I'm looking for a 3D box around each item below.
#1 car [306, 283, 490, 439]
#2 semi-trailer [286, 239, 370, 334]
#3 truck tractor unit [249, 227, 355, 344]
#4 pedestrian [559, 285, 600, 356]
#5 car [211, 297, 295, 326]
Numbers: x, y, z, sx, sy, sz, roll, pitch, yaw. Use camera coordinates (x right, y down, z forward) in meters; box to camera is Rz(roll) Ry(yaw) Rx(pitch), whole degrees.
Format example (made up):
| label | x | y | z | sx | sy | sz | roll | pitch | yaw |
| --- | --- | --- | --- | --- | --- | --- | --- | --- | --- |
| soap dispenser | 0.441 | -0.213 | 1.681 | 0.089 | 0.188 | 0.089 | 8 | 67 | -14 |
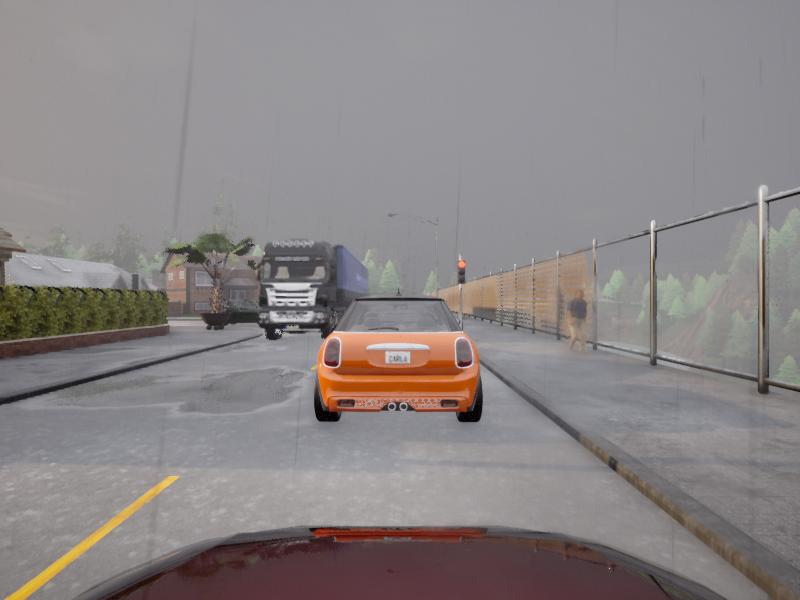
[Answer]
| label | x | y | z | sx | sy | sz | roll | pitch | yaw |
| --- | --- | --- | --- | --- | --- | --- | --- | --- | --- |
| car | -0.001 | 0.694 | 6.836 | 2.097 | 1.767 | 4.553 | 0 | 0 | 1 |
| semi-trailer | -3.876 | -0.618 | 25.608 | 2.717 | 4.402 | 14.254 | 0 | 0 | 0 |
| truck tractor unit | -3.911 | -0.520 | 17.694 | 3.053 | 4.208 | 6.516 | 0 | 0 | 0 |
| pedestrian | 4.872 | 0.533 | 10.895 | 0.751 | 1.860 | 0.751 | 0 | 0 | -1 |
| car | -9.095 | 0.694 | 25.055 | 4.553 | 1.767 | 2.097 | 0 | 0 | -5 |
